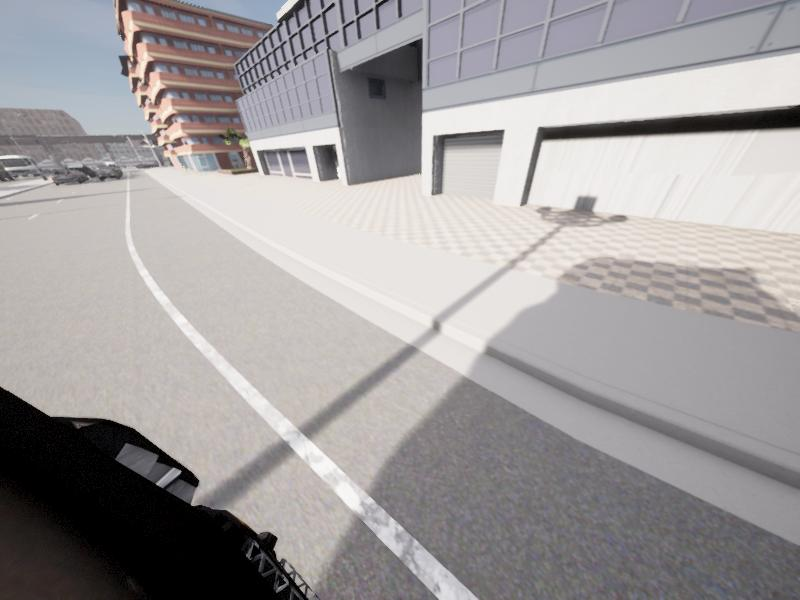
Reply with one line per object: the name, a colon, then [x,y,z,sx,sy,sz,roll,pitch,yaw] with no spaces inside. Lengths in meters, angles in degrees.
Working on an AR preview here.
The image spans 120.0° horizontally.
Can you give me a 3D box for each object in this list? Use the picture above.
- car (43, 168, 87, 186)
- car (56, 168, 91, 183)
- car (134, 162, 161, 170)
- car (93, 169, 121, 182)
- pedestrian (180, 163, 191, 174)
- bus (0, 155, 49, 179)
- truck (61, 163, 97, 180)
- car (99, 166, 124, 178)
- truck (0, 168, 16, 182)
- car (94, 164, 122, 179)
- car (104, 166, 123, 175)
car: [-42.386,-15.686,29.352,4.611,1.667,2.242,27,44,37]
car: [-47.215,-18.105,33.495,4.974,1.542,2.038,27,44,37]
car: [-70.786,-37.636,64.787,2.128,1.511,4.902,26,43,36]
car: [-41.154,-17.631,32.519,4.718,1.301,1.895,27,44,37]
pedestrian: [-31.743,-19.464,34.174,0.751,1.300,0.751,-30,42,-34]
bus: [-87.838,-31.177,53.869,10.273,4.253,3.944,27,44,37]
truck: [-53.438,-21.529,38.614,6.274,2.098,2.390,27,44,37]
car: [-51.736,-23.075,41.495,5.027,1.651,2.152,27,44,37]
truck: [-72.189,-22.183,41.068,6.274,2.098,2.390,27,44,37]
car: [-46.063,-20.349,36.540,4.553,1.767,2.097,27,44,37]
car: [-57.476,-26.006,46.382,4.718,1.301,1.895,27,44,37]
